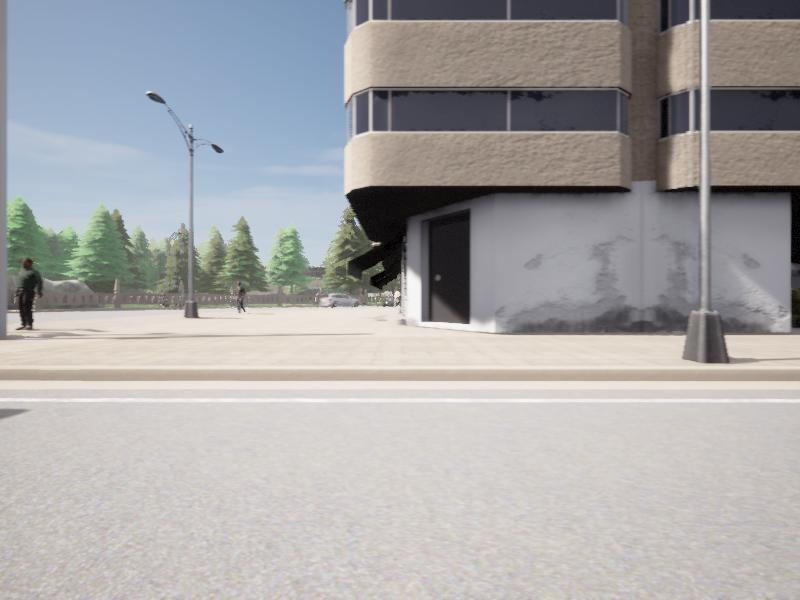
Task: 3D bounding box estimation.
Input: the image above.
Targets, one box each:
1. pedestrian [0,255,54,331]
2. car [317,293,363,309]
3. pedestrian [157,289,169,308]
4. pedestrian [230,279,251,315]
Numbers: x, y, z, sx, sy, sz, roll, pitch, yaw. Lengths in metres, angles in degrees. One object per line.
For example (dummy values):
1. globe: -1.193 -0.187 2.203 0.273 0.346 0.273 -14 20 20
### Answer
1. pedestrian: -9.481 -0.172 10.141 0.751 1.860 0.751 0 0 5
2. car: -6.698 0.100 45.024 4.611 1.667 2.242 0 0 -44
3. pedestrian: -23.429 -0.174 39.608 0.751 1.860 0.751 0 0 28
4. pedestrian: -8.469 -0.172 21.260 0.751 1.860 0.751 0 0 16
